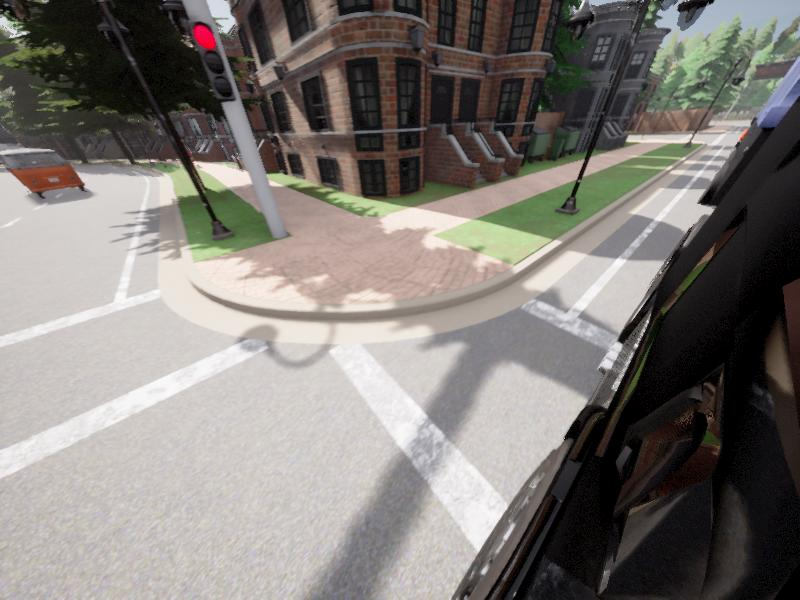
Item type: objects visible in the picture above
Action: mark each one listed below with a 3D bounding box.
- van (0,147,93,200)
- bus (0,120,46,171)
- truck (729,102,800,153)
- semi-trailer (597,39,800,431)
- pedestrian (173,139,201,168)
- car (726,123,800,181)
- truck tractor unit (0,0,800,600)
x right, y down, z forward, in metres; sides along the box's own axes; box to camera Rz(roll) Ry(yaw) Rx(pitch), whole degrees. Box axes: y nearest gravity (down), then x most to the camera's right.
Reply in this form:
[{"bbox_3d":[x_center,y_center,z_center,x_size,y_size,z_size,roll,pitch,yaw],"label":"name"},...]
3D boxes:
[{"bbox_3d":[-18.668,-6.672,12.017,4.442,1.987,1.775,19,42,26],"label":"van"},{"bbox_3d":[-46.686,-16.452,24.869,10.273,4.253,3.944,4,37,9],"label":"bus"},{"bbox_3d":[25.168,-11.554,15.416,5.204,2.467,2.627,-28,44,-30],"label":"truck"},{"bbox_3d":[8.709,-3.598,4.216,14.254,4.402,2.717,-28,44,-30],"label":"semi-trailer"},{"bbox_3d":[-16.954,-11.716,18.445,0.751,1.860,0.751,23,44,30],"label":"pedestrian"},{"bbox_3d":[16.349,-6.519,9.948,5.238,1.638,1.930,-28,44,-30],"label":"car"},{"bbox_3d":[2.645,-0.295,0.351,6.516,4.208,3.053,-28,44,-30],"label":"truck tractor unit"}]
